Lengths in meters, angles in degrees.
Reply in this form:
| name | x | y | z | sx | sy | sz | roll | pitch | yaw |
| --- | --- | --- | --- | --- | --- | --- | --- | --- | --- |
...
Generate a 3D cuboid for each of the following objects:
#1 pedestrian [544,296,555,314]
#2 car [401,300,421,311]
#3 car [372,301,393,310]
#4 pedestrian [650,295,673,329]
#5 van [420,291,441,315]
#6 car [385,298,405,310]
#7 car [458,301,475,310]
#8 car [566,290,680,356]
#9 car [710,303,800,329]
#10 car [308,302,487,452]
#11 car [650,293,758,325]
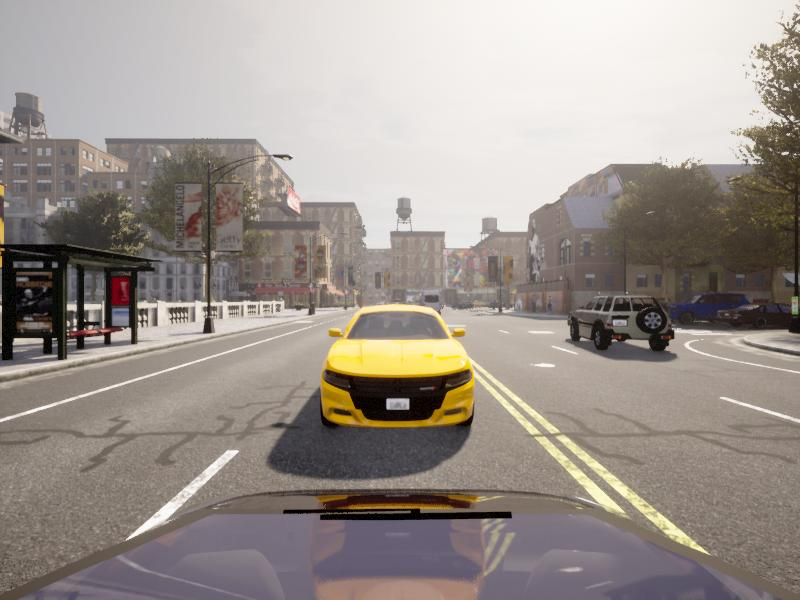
| name | x | y | z | sx | sy | sz | roll | pitch | yaw |
| --- | --- | --- | --- | --- | --- | --- | --- | --- | --- |
| pedestrian | 15.162 | 0.485 | 40.538 | 0.751 | 1.860 | 0.751 | 0 | 0 | -3 |
| car | 1.790 | 0.829 | 61.573 | 2.007 | 1.525 | 4.514 | 0 | 0 | 15 |
| car | -3.026 | 0.864 | 68.639 | 2.002 | 1.452 | 4.674 | 0 | 0 | 20 |
| pedestrian | 14.261 | 0.637 | 21.800 | 0.751 | 1.860 | 0.751 | 0 | 0 | -1 |
| van | 3.440 | 0.322 | 45.732 | 1.988 | 2.561 | 5.915 | 0 | 0 | 1 |
| car | -0.709 | 0.650 | 65.707 | 1.932 | 1.855 | 4.605 | 0 | 0 | 18 |
| car | 11.192 | 0.854 | 67.062 | 1.816 | 1.474 | 4.193 | 0 | 0 | 24 |
| car | 7.340 | 0.652 | 13.777 | 1.932 | 1.855 | 4.605 | 0 | 0 | 9 |
| car | 21.381 | 0.895 | 23.088 | 5.357 | 1.411 | 2.033 | 0 | 0 | 0 |
| car | -0.052 | 0.823 | 6.707 | 1.882 | 1.535 | 5.008 | 0 | 0 | -1 |
| car | 20.007 | 0.569 | 26.507 | 5.566 | 2.045 | 2.150 | 0 | 0 | 0 |
